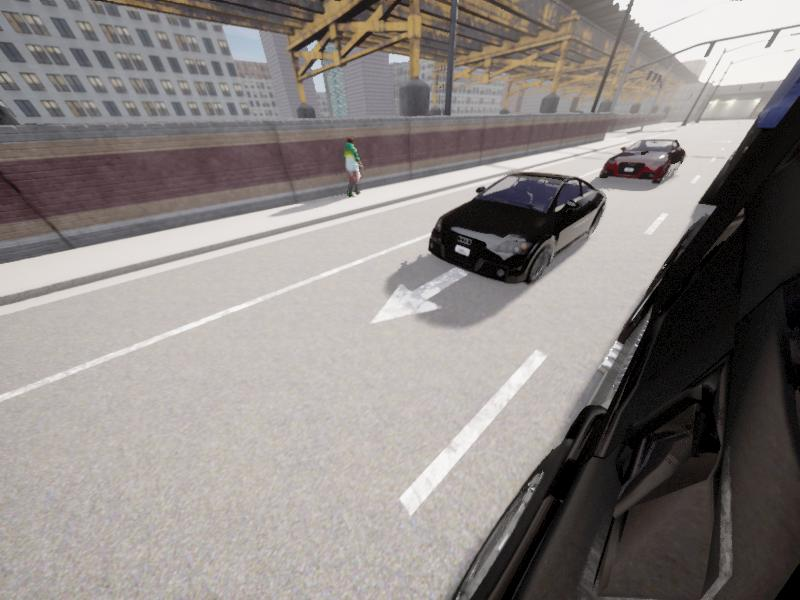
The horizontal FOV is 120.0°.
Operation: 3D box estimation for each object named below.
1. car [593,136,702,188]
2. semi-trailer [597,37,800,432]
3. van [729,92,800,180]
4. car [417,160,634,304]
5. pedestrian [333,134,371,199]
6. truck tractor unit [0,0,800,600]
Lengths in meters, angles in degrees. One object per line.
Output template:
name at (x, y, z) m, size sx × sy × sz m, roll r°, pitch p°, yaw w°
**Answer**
car at (10.491, -5.997, 9.821) m, size 4.181 × 1.385 × 1.994 m, roll -26°, pitch 43°, yaw -28°
semi-trailer at (8.718, -3.597, 4.200) m, size 14.254 × 4.402 × 2.717 m, roll -28°, pitch 44°, yaw -29°
van at (16.443, -6.908, 9.656) m, size 5.915 × 2.561 × 1.988 m, roll -27°, pitch 43°, yaw -30°
car at (2.559, -1.781, 4.721) m, size 4.181 × 1.385 × 1.994 m, roll -28°, pitch 44°, yaw -30°
pedestrian at (-1.664, -4.665, 8.134) m, size 0.751 × 1.860 × 0.751 m, roll -28°, pitch 44°, yaw -29°
truck tractor unit at (2.645, -0.295, 0.351) m, size 6.516 × 4.208 × 3.053 m, roll -28°, pitch 44°, yaw -30°
